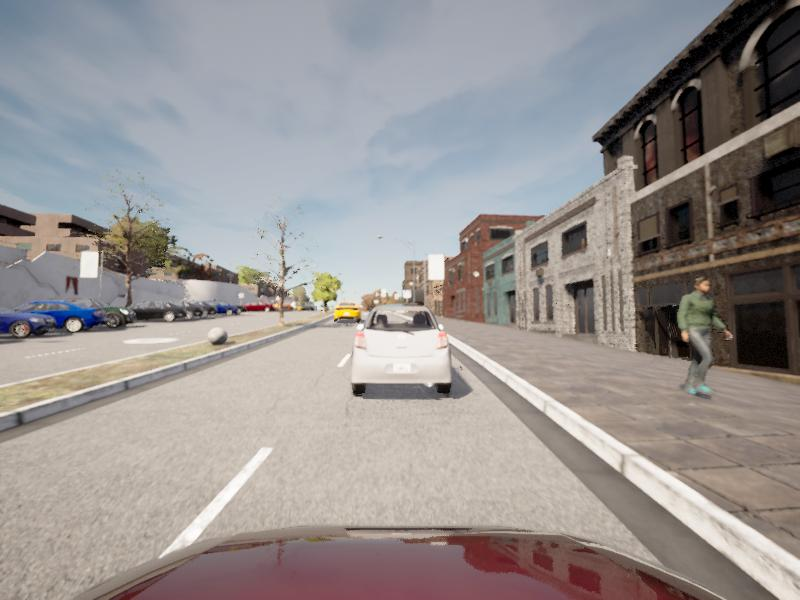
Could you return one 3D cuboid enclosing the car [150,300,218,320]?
[{"bbox_3d":[-18.186,0.800,33.976,4.892,1.521,2.231,0,0,-25],"label":"car"}]

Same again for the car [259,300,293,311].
[{"bbox_3d":[-22.355,1.015,72.397,5.566,2.045,2.435,0,-2,-26],"label":"car"}]

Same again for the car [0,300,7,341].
[{"bbox_3d":[-16.880,0.795,13.340,4.892,1.521,2.231,-1,0,-21],"label":"car"}]

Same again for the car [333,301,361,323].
[{"bbox_3d":[-3.991,0.854,30.993,1.882,1.535,5.008,0,0,-4],"label":"car"}]

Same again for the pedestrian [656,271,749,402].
[{"bbox_3d":[4.610,0.541,6.149,0.751,1.860,0.751,1,-4,-9],"label":"pedestrian"}]

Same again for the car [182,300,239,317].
[{"bbox_3d":[-18.805,0.814,39.857,5.008,1.535,2.097,0,0,-26],"label":"car"}]

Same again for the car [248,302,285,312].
[{"bbox_3d":[-21.235,1.068,63.589,5.366,1.575,1.946,0,-1,-26],"label":"car"}]

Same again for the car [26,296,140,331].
[{"bbox_3d":[-17.313,0.664,22.181,4.553,1.767,2.185,-1,0,-23],"label":"car"}]

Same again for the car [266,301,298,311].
[{"bbox_3d":[-23.053,1.173,78.280,5.566,2.045,2.435,0,-1,-26],"label":"car"}]

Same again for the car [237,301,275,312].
[{"bbox_3d":[-20.741,0.972,57.585,5.008,1.535,2.097,0,-1,-26],"label":"car"}]

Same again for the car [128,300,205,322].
[{"bbox_3d":[-17.917,0.795,31.029,4.892,1.521,2.231,0,0,-24],"label":"car"}]

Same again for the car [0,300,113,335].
[{"bbox_3d":[-17.118,0.789,19.243,5.008,1.535,2.097,-1,0,-22],"label":"car"}]

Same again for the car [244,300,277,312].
[{"bbox_3d":[-21.105,0.893,60.533,4.553,1.767,2.185,0,-1,-26],"label":"car"}]

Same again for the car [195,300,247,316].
[{"bbox_3d":[-19.125,0.826,42.802,5.008,1.535,2.097,0,0,-26],"label":"car"}]

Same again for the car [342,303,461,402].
[{"bbox_3d":[0.010,0.828,8.025,1.845,1.501,3.633,0,0,0],"label":"car"}]

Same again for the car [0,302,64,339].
[{"bbox_3d":[-16.994,0.832,16.296,4.674,1.452,2.002,-1,0,-22],"label":"car"}]

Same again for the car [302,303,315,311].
[{"bbox_3d":[-17.981,1.409,78.774,1.930,1.638,5.238,0,-2,-6],"label":"car"}]

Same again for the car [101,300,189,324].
[{"bbox_3d":[-17.675,0.792,28.083,4.892,1.521,2.231,0,0,-24],"label":"car"}]
